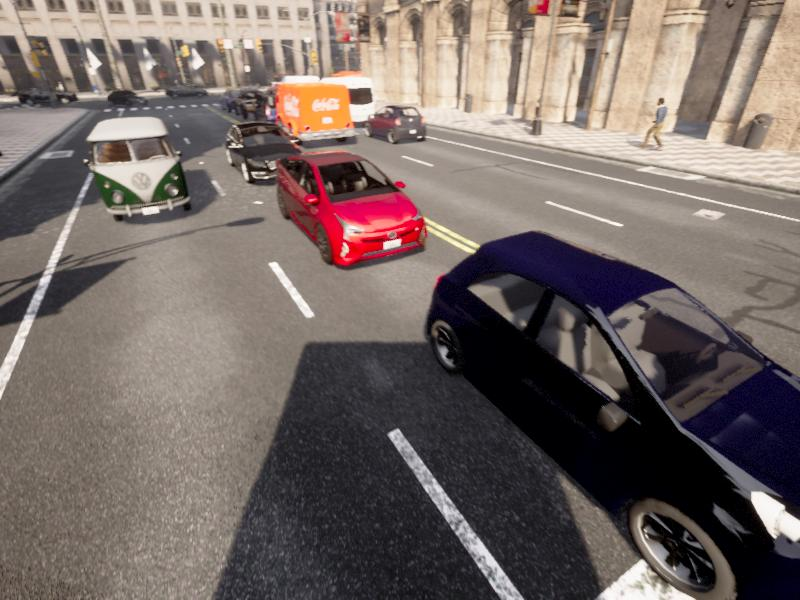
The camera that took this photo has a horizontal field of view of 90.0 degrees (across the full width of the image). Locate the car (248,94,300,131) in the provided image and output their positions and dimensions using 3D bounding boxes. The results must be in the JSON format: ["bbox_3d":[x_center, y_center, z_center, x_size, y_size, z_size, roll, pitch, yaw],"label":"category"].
[{"bbox_3d":[-7.717,-11.454,24.312,1.851,1.617,3.988,-16,34,-25],"label":"car"}]

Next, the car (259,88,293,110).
[{"bbox_3d":[-11.139,-18.028,35.755,1.845,1.501,3.633,-16,34,-24],"label":"car"}]

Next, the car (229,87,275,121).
[{"bbox_3d":[-10.789,-14.287,28.989,1.932,1.855,4.605,-17,34,-25],"label":"car"}]

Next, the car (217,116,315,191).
[{"bbox_3d":[-4.642,-5.096,13.438,1.837,1.490,4.892,-17,34,-25],"label":"car"}]

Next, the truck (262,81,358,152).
[{"bbox_3d":[-4.311,-8.807,18.818,2.627,2.467,5.204,-17,34,-25],"label":"truck"}]

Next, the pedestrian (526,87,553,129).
[{"bbox_3d":[7.112,-9.803,20.444,0.751,1.860,0.751,-11,32,-16],"label":"pedestrian"}]

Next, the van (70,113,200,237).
[{"bbox_3d":[-6.541,-3.402,10.104,1.775,1.987,4.442,-17,34,-25],"label":"van"}]

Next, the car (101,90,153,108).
[{"bbox_3d":[-26.959,-19.894,39.504,4.674,1.442,1.812,15,33,25],"label":"car"}]

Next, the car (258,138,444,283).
[{"bbox_3d":[-1.253,-2.171,8.294,2.007,1.525,4.514,-17,34,-25],"label":"car"}]

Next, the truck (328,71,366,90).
[{"bbox_3d":[-8.541,-35.462,64.622,5.204,2.467,2.627,-16,34,-24],"label":"truck"}]

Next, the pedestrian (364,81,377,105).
[{"bbox_3d":[-2.561,-18.049,34.860,0.751,1.860,0.751,-14,33,-22],"label":"pedestrian"}]

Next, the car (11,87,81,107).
[{"bbox_3d":[-38.487,-22.265,43.713,5.238,1.638,1.930,-16,34,-24],"label":"car"}]

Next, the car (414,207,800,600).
[{"bbox_3d":[1.860,0.523,3.581,1.845,1.501,3.633,-17,34,-25],"label":"car"}]

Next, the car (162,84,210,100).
[{"bbox_3d":[-26.407,-25.732,49.493,4.902,1.511,2.128,-16,34,-24],"label":"car"}]

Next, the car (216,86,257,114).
[{"bbox_3d":[-13.774,-16.866,33.578,2.097,1.767,4.553,-16,34,-24],"label":"car"}]

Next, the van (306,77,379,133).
[{"bbox_3d":[-3.510,-11.733,23.741,1.988,2.561,5.915,-16,34,-25],"label":"van"}]

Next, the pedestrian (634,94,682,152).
[{"bbox_3d":[9.472,-6.523,14.753,0.751,1.860,0.751,-16,33,-24],"label":"pedestrian"}]

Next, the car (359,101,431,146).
[{"bbox_3d":[-0.322,-8.489,19.089,1.845,1.501,3.633,-17,34,-25],"label":"car"}]

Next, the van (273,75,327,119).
[{"bbox_3d":[-7.615,-15.367,30.091,1.988,2.561,5.915,-16,34,-25],"label":"van"}]
